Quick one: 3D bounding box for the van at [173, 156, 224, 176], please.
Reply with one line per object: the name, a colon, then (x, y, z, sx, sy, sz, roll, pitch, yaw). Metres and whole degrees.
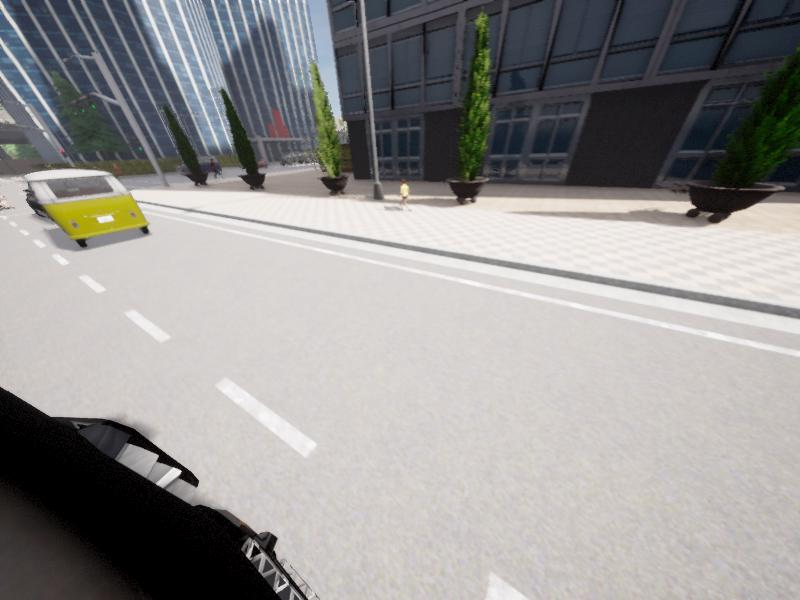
van: (-27.043, -18.077, 31.194, 1.775, 1.987, 4.442, 16, 38, 25)

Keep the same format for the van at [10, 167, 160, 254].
van: (-10.448, -3.194, 7.677, 4.442, 1.987, 1.775, 19, 39, 29)

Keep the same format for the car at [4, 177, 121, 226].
car: (-15.643, -4.706, 10.728, 4.514, 1.525, 2.007, 16, 38, 26)

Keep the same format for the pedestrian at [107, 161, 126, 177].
pedestrian: (-39.137, -18.135, 31.928, 0.751, 1.860, 0.751, 16, 38, 26)

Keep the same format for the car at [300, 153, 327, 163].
car: (-18.531, -30.520, 49.607, 2.152, 1.651, 5.027, 16, 38, 25)

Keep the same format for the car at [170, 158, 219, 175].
car: (-29.587, -19.396, 33.450, 1.932, 1.855, 4.605, 16, 38, 25)

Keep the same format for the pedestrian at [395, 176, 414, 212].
pedestrian: (0.179, -3.840, 8.379, 0.500, 1.100, 0.500, 15, 38, 25)

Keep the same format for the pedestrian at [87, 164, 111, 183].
pedestrian: (-34.074, -14.349, 26.160, 0.751, 1.860, 0.751, 19, 39, 29)

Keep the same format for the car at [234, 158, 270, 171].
car: (-23.359, -21.598, 36.683, 1.816, 1.474, 4.193, 16, 38, 25)

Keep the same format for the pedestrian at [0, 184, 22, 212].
pedestrian: (-22.309, -5.913, 12.665, 0.751, 1.860, 0.751, 14, 37, 24)

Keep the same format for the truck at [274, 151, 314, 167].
truck: (-19.292, -26.014, 42.465, 2.390, 2.098, 6.274, 16, 38, 25)

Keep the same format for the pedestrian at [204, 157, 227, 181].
pedestrian: (-16.603, -11.795, 20.820, 0.751, 1.860, 0.751, 14, 37, 23)
